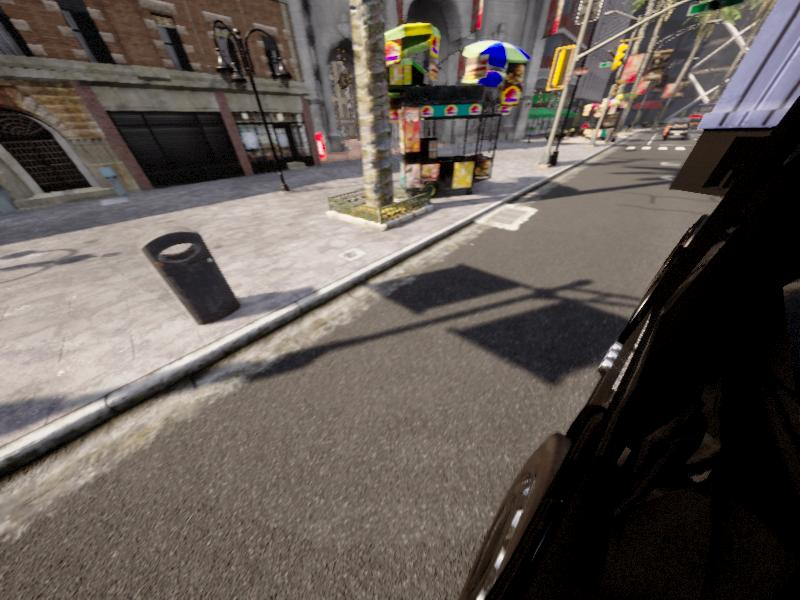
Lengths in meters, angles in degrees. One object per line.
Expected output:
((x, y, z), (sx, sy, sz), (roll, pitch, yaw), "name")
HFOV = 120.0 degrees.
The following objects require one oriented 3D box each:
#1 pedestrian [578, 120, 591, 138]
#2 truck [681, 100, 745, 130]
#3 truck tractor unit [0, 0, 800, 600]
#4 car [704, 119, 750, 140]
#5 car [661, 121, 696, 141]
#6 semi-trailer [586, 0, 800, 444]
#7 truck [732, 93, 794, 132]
((24.209, -22.400, 30.312), (0.751, 1.860, 0.751), (20, 42, 28), "pedestrian")
((55.928, -33.143, 41.394), (8.468, 3.827, 2.891), (-16, 39, -17), "truck")
((2.645, -0.295, 0.351), (6.516, 4.208, 3.053), (-28, 44, -30), "truck tractor unit")
((33.965, -17.860, 24.159), (1.801, 1.575, 5.366), (27, 46, 34), "car")
((29.684, -18.048, 24.698), (1.789, 1.549, 3.705), (27, 46, 34), "car")
((9.934, -2.169, 2.237), (14.254, 4.402, 2.717), (-10, 37, -9), "semi-trailer")
((50.408, -26.147, 32.366), (8.468, 3.827, 2.891), (-29, 44, -31), "truck")
